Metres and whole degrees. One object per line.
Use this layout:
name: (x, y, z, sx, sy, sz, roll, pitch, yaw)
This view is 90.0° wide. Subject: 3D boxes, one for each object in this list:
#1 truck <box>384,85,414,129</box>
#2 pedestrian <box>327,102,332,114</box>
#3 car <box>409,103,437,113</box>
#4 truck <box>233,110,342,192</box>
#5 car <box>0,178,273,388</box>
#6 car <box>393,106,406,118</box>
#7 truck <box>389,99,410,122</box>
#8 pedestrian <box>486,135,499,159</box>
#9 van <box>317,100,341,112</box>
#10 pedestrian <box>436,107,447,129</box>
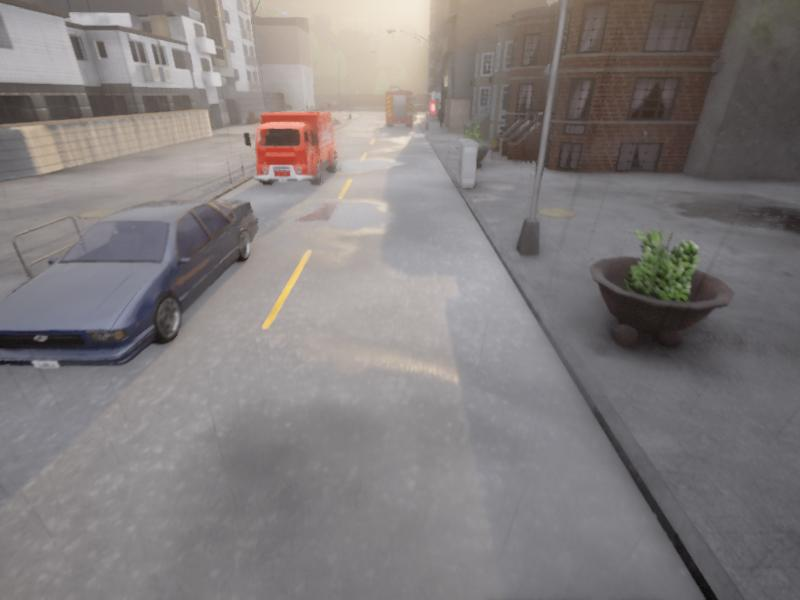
truck: (-0.055, -20.854, 43.069, 2.891, 3.827, 8.468, 0, 27, 0)
pedestrian: (-11.958, -32.534, 67.766, 0.751, 1.860, 0.751, -5, 28, -9)
car: (4.429, -37.062, 77.230, 4.902, 1.511, 2.128, -15, 31, -27)
truck: (-4.021, -6.019, 15.686, 2.627, 2.467, 5.204, 0, 27, 0)
car: (-4.013, -0.823, 6.727, 2.033, 1.411, 5.357, 0, 27, 0)
car: (-0.079, -28.229, 59.978, 1.837, 1.490, 4.892, 0, 27, 0)
truck: (-0.071, -24.936, 52.505, 2.627, 2.467, 5.204, 0, 27, 0)
pedestrian: (4.678, -7.733, 20.196, 0.500, 1.100, 0.500, 6, 28, 12)
van: (-14.402, -39.585, 81.619, 4.442, 1.987, 1.775, 0, 27, 0)
pedestrian: (3.935, -17.377, 38.152, 0.751, 1.860, 0.751, -5, 28, -10)
